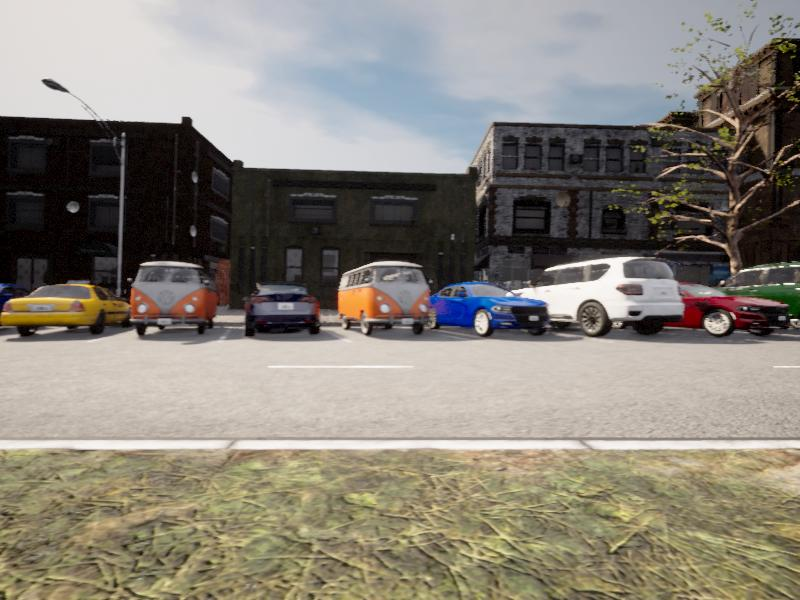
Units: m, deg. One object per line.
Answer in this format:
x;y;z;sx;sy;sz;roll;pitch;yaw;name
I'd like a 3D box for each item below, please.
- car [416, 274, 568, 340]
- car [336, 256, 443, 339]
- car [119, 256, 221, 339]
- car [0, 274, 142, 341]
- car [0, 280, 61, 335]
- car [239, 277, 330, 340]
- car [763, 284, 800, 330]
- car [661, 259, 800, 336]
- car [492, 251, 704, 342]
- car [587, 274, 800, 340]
2.406;0.206;12.076;2.097;1.535;5.008;1;-1;-20;car
-0.558;-0.020;11.975;1.878;1.987;4.442;1;-1;-20;car
-6.583;-0.020;11.981;1.878;1.987;4.442;1;-1;-20;car
-9.710;0.207;12.253;1.946;1.575;5.366;0;-1;-20;car
-12.653;0.207;12.075;2.097;1.535;5.008;1;-1;-21;car
-3.627;0.237;12.112;2.163;1.488;4.792;0;-1;-20;car
14.439;0.234;12.013;2.163;1.488;4.792;1;-1;-20;car
11.406;-0.046;12.076;2.435;2.045;5.566;0;-1;-20;car
5.397;-0.045;12.092;2.435;2.045;5.566;0;-1;-20;car
8.417;0.206;12.060;2.097;1.535;5.008;1;-1;-20;car
